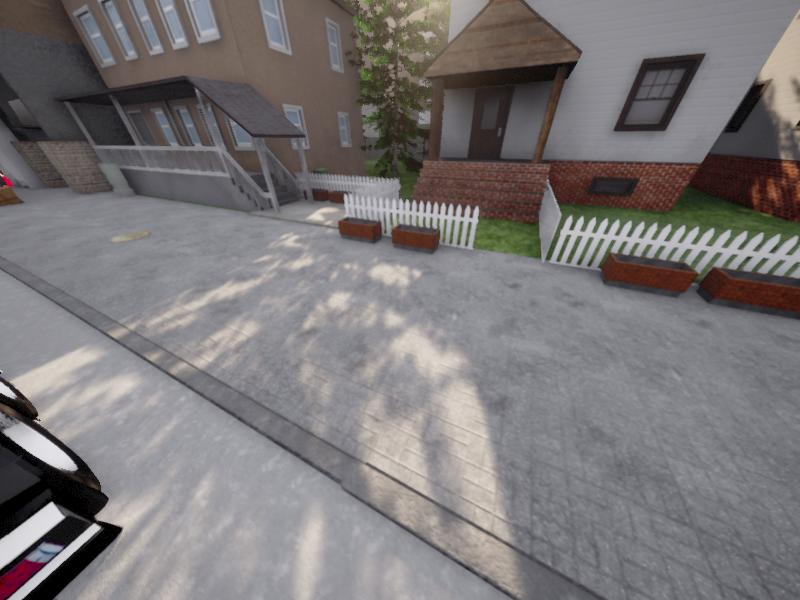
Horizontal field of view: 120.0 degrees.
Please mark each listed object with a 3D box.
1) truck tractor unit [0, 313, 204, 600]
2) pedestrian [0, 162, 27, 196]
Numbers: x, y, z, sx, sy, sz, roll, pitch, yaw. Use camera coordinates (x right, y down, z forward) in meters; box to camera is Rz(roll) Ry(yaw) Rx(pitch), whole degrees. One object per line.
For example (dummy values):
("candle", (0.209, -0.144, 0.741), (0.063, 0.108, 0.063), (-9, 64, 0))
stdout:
("truck tractor unit", (-5.187, -0.217, 0.655), (6.516, 4.208, 3.053), (15, 38, 20))
("pedestrian", (-19.395, -6.054, 10.971), (0.751, 1.860, 0.751), (10, 36, 15))
